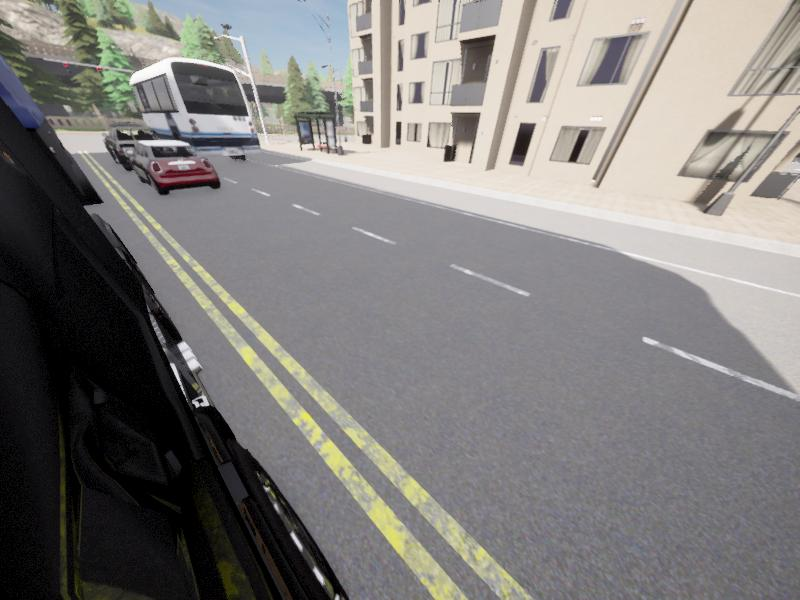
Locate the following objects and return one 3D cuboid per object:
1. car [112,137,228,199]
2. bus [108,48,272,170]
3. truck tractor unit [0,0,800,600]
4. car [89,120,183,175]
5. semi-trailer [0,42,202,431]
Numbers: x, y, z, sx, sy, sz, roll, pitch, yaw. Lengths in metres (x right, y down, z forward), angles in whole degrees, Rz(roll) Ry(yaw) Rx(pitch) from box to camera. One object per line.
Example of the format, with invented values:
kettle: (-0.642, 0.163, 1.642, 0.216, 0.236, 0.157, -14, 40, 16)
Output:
car: (-8.621, -5.108, 8.685, 3.806, 1.475, 1.970, 28, 44, 30)
bus: (-12.999, -11.245, 14.271, 10.273, 4.253, 3.944, 28, 43, 30)
truck tractor unit: (-2.645, -0.295, 0.351, 6.516, 4.208, 3.053, 28, 44, 30)
car: (-13.214, -7.737, 11.559, 4.605, 1.855, 1.932, 28, 44, 30)
semi-trailer: (-8.696, -3.610, 4.224, 14.254, 4.402, 2.717, 28, 44, 30)
